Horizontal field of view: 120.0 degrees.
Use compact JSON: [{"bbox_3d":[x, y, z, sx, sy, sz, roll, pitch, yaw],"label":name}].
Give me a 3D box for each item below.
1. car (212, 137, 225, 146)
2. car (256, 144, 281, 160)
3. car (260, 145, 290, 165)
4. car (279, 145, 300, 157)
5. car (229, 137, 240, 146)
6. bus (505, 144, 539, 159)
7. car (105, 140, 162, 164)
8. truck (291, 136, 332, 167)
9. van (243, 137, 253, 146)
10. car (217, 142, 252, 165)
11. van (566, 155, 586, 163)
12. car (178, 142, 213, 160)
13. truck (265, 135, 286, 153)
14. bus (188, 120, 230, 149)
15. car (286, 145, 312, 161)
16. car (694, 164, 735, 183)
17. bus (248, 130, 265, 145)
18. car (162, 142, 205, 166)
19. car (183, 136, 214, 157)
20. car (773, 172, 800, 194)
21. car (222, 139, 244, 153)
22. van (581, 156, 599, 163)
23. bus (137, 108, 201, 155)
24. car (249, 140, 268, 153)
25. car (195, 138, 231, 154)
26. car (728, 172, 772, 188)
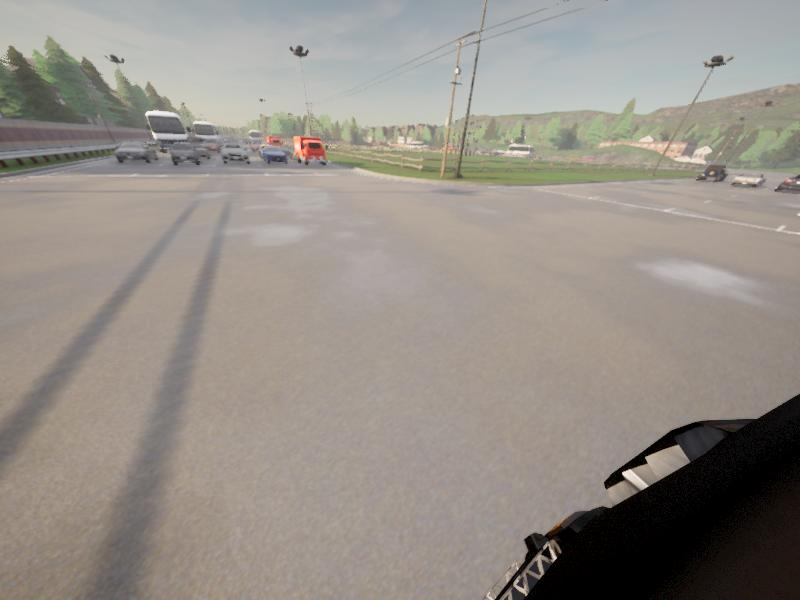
[{"bbox_3d":[-47.263,-41.345,60.259,2.152,1.651,5.027,-16,38,-26],"label":"car"},{"bbox_3d":[-16.325,-18.368,28.645,1.970,1.475,3.806,-16,38,-26],"label":"car"},{"bbox_3d":[-13.176,-15.279,24.240,1.882,1.535,5.008,-16,38,-26],"label":"car"},{"bbox_3d":[-16.702,-22.558,34.954,1.994,1.385,4.181,-16,38,-26],"label":"car"},{"bbox_3d":[-43.953,-42.045,61.327,1.905,1.878,3.866,-16,38,-26],"label":"car"},{"bbox_3d":[46.240,-56.727,88.322,3.944,4.253,10.273,-16,38,-26],"label":"bus"},{"bbox_3d":[-22.015,-12.408,19.337,1.812,1.442,4.674,-16,38,-26],"label":"car"},{"bbox_3d":[-9.515,-15.925,24.654,2.627,2.467,5.204,-16,39,-26],"label":"truck"},{"bbox_3d":[-46.070,-48.045,70.012,1.775,1.987,4.442,-16,38,-26],"label":"van"},{"bbox_3d":[-16.199,-14.448,22.683,2.152,1.651,5.027,-16,38,-26],"label":"car"},{"bbox_3d":[58.761,-47.160,77.116,1.775,1.987,4.442,-16,38,-26],"label":"van"},{"bbox_3d":[-21.435,-15.763,24.451,1.994,1.385,4.181,-15,38,-25],"label":"car"},{"bbox_3d":[-24.807,-31.094,45.964,2.627,2.467,5.204,-16,41,-26],"label":"truck"},{"bbox_3d":[-38.077,-33.264,46.595,3.944,4.253,10.273,-13,37,-22],"label":"bus"},{"bbox_3d":[-13.162,-19.123,29.978,2.007,1.525,4.514,-16,38,-26],"label":"car"},{"bbox_3d":[41.148,-16.567,30.207,3.866,1.878,1.905,-16,38,-26],"label":"car"},{"bbox_3d":[-52.710,-59.603,84.663,3.944,4.253,10.273,-16,38,-26],"label":"bus"},{"bbox_3d":[-17.931,-12.271,19.362,1.789,1.549,3.705,-16,38,-26],"label":"car"},{"bbox_3d":[-24.529,-18.690,28.101,1.905,1.878,3.866,-25,44,-35],"label":"car"},{"bbox_3d":[40.471,-11.782,23.222,4.611,1.667,2.242,-16,38,-26],"label":"car"},{"bbox_3d":[-27.103,-25.152,37.713,2.242,1.667,4.611,-14,37,-24],"label":"car"},{"bbox_3d":[67.523,-50.065,82.148,1.775,1.987,4.442,-16,38,-26],"label":"van"},{"bbox_3d":[-30.055,-22.032,30.465,3.944,4.253,10.273,-23,42,-31],"label":"bus"},{"bbox_3d":[-24.599,-26.649,40.143,2.242,1.667,4.611,-16,38,-26],"label":"car"},{"bbox_3d":[-27.338,-22.656,33.972,2.242,1.667,4.611,-5,35,-11],"label":"car"},{"bbox_3d":[40.575,-13.910,26.738,4.718,1.301,1.895,-16,38,-26],"label":"car"}]
